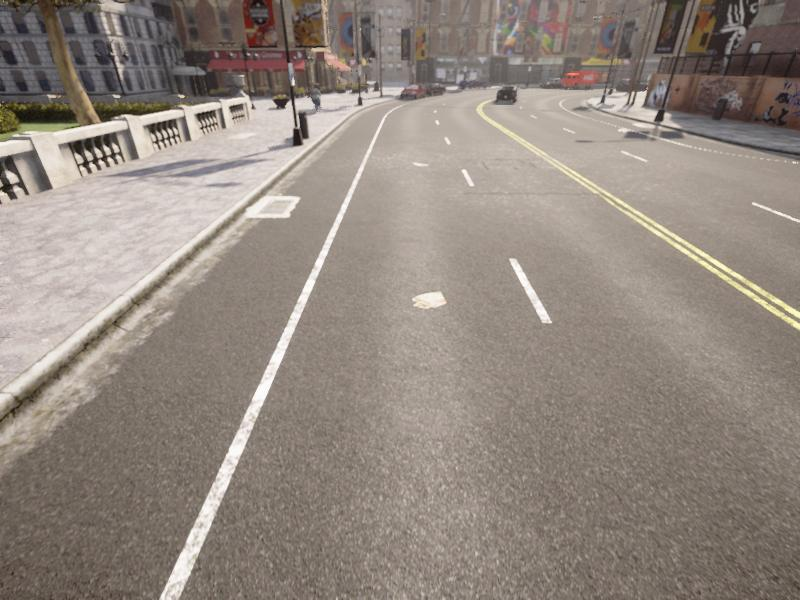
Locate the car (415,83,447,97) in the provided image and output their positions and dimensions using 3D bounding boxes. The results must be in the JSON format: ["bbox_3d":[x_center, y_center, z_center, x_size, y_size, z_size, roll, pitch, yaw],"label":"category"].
[{"bbox_3d":[3.787,-25.381,48.289,1.895,1.301,4.718,17,34,26],"label":"car"}]

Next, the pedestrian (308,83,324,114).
[{"bbox_3d":[-5.864,-14.096,28.025,0.751,1.860,0.751,5,31,9],"label":"pedestrian"}]

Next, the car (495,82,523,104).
[{"bbox_3d":[10.967,-20.823,40.138,1.930,1.638,5.238,10,32,17],"label":"car"}]

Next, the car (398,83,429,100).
[{"bbox_3d":[1.543,-22.791,43.695,2.002,1.452,4.674,11,32,18],"label":"car"}]

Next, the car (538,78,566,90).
[{"bbox_3d":[24.142,-34.345,63.591,3.806,1.475,1.970,-16,34,-26],"label":"car"}]

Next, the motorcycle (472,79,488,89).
[{"bbox_3d":[12.326,-33.244,61.538,2.356,1.277,0.764,5,31,9],"label":"motorcycle"}]

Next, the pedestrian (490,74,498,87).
[{"bbox_3d":[15.183,-35.472,64.704,0.751,1.860,0.751,-25,38,-35],"label":"pedestrian"}]

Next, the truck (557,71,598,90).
[{"bbox_3d":[27.219,-33.644,61.315,5.204,2.467,2.627,-16,34,-26],"label":"truck"}]

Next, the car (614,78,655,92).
[{"bbox_3d":[33.622,-30.857,57.466,4.611,1.667,2.242,-10,32,-16],"label":"car"}]

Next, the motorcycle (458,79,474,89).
[{"bbox_3d":[9.845,-32.337,59.978,2.209,1.251,0.867,5,31,9],"label":"motorcycle"}]
